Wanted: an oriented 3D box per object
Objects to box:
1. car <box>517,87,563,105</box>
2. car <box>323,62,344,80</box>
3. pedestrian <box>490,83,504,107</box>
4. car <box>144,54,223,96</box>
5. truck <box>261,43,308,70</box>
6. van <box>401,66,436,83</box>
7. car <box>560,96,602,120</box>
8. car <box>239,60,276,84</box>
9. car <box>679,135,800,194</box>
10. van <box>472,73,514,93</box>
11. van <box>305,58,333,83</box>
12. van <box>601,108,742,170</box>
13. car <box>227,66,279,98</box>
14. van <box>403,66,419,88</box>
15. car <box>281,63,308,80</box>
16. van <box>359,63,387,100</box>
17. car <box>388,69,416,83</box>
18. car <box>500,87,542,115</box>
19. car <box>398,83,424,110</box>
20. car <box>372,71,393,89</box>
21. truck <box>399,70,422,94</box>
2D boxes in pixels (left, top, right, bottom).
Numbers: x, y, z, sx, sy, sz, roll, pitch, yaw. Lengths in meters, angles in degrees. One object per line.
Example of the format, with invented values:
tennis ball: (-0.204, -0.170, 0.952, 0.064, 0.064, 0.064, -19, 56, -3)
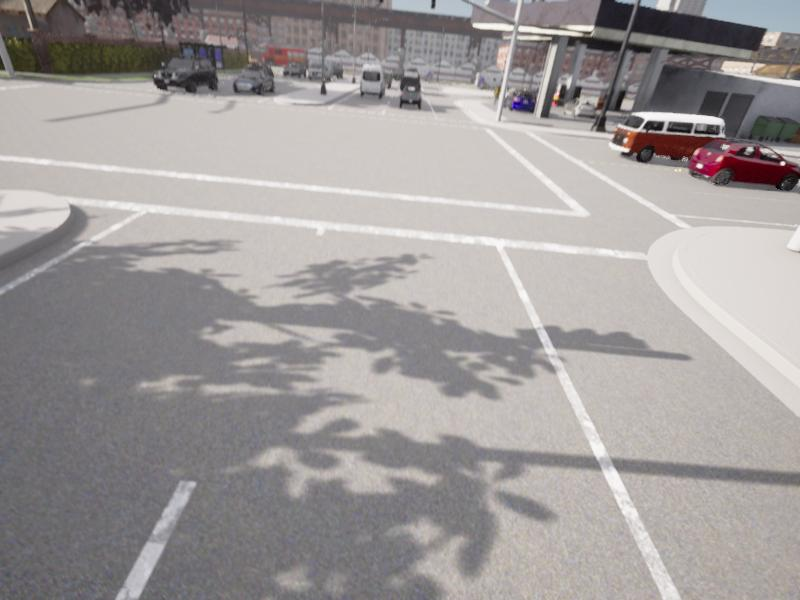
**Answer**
car: (17.920, -26.113, 51.144, 5.238, 1.638, 1.930, -7, 33, -20)
car: (-9.902, -34.232, 59.680, 2.150, 2.045, 5.566, 5, 31, -2)
pedestrian: (8.838, -18.704, 36.576, 0.751, 1.860, 0.751, 7, 31, 2)
car: (-14.245, -15.158, 26.855, 2.150, 2.045, 5.566, 5, 31, -1)
truck: (-22.869, -48.520, 79.748, 8.468, 3.827, 2.891, 5, 31, -1)
van: (3.574, -43.822, 77.709, 6.366, 2.431, 2.351, 5, 31, -1)
car: (16.354, -17.487, 36.424, 1.970, 1.475, 3.806, 5, 31, -1)
car: (-13.903, -22.416, 39.283, 1.932, 1.855, 4.605, 5, 31, -2)
car: (13.307, -5.206, 15.305, 3.633, 1.501, 1.845, 4, 31, -2)
van: (16.028, -37.367, 68.969, 6.366, 2.431, 2.351, 5, 31, -1)
van: (-10.113, -29.068, 50.577, 2.351, 2.431, 6.366, 5, 31, -2)
van: (12.111, -7.336, 18.170, 4.480, 2.038, 2.069, 3, 31, -2)
car: (-10.646, -16.074, 29.410, 2.033, 1.649, 4.856, 5, 31, -2)
van: (1.563, -32.994, 59.057, 1.988, 2.561, 5.915, 5, 31, -2)
car: (-13.589, -29.705, 51.848, 2.152, 1.651, 5.027, 5, 31, -2)
van: (-2.434, -20.314, 37.054, 1.988, 2.561, 5.915, 5, 31, -2)
car: (0.390, -39.392, 70.355, 4.553, 1.767, 2.097, -19, 39, -35)
car: (10.630, -17.724, 35.533, 2.242, 1.667, 4.611, 5, 31, -1)
car: (0.848, -16.029, 31.393, 1.845, 1.501, 3.633, 5, 31, -2)
car: (-2.181, -27.962, 50.856, 2.152, 1.651, 5.027, 5, 31, -1)
truck: (1.251, -25.998, 47.664, 2.390, 2.098, 6.274, 5, 30, -1)
